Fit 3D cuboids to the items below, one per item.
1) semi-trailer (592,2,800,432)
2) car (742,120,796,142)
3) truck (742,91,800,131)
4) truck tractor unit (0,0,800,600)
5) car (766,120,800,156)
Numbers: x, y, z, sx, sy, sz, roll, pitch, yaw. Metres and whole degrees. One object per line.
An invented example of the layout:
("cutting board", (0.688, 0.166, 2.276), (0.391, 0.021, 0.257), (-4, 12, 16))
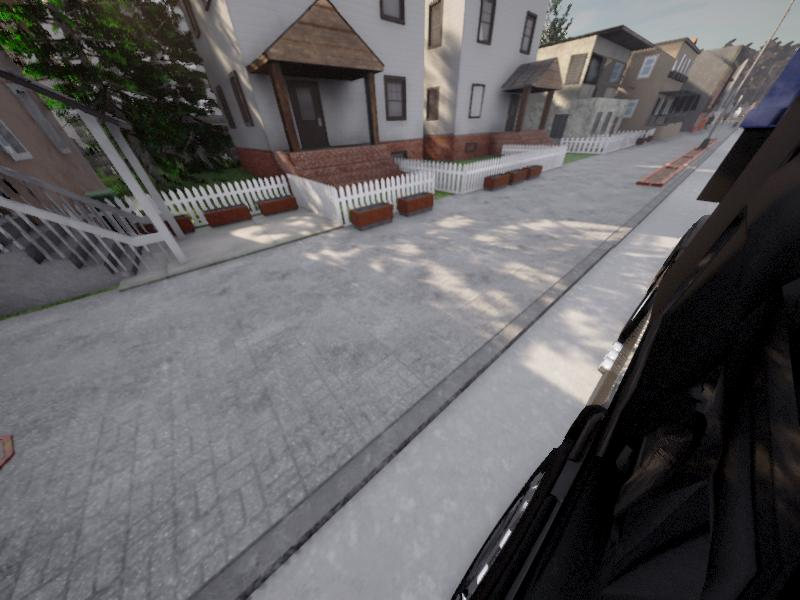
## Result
("semi-trailer", (9.038, -3.349, 3.859), (14.254, 4.402, 2.717), (-24, 42, -26))
("car", (32.891, -15.171, 20.692), (4.181, 1.385, 1.994), (-28, 44, -30))
("truck", (49.734, -25.111, 30.863), (8.468, 3.827, 2.891), (-28, 44, -30))
("truck tractor unit", (2.645, -0.295, 0.351), (6.516, 4.208, 3.053), (-28, 44, -30))
("car", (23.805, -8.598, 12.258), (1.930, 1.638, 5.238), (8, 38, 16))
